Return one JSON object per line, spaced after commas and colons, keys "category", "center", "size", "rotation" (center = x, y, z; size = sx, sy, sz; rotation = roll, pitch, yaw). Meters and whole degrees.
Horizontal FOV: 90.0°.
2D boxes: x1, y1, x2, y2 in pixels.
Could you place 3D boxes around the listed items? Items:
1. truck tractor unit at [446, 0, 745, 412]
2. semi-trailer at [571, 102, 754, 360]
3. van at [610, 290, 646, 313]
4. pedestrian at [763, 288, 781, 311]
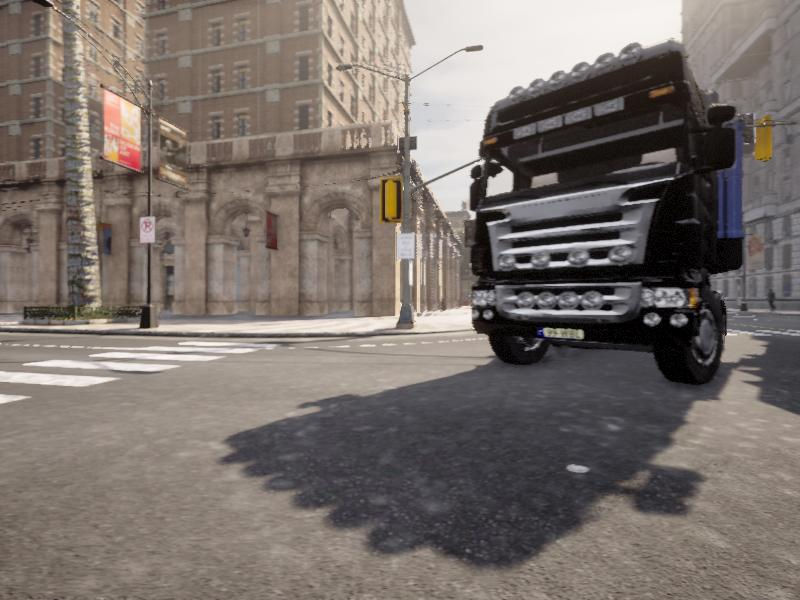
{"category": "truck tractor unit", "center": [3.946, -1.102, 6.967], "size": [3.053, 4.208, 6.516], "rotation": [0, 0, 41]}
{"category": "semi-trailer", "center": [7.519, -1.184, 13.944], "size": [2.717, 4.402, 14.254], "rotation": [0, 0, 23]}
{"category": "van", "center": [21.001, 0.098, 37.053], "size": [1.775, 1.987, 4.442], "rotation": [0, 0, 14]}
{"category": "pedestrian", "center": [30.687, -0.022, 33.014], "size": [0.751, 1.860, 0.751], "rotation": [0, 0, 2]}
